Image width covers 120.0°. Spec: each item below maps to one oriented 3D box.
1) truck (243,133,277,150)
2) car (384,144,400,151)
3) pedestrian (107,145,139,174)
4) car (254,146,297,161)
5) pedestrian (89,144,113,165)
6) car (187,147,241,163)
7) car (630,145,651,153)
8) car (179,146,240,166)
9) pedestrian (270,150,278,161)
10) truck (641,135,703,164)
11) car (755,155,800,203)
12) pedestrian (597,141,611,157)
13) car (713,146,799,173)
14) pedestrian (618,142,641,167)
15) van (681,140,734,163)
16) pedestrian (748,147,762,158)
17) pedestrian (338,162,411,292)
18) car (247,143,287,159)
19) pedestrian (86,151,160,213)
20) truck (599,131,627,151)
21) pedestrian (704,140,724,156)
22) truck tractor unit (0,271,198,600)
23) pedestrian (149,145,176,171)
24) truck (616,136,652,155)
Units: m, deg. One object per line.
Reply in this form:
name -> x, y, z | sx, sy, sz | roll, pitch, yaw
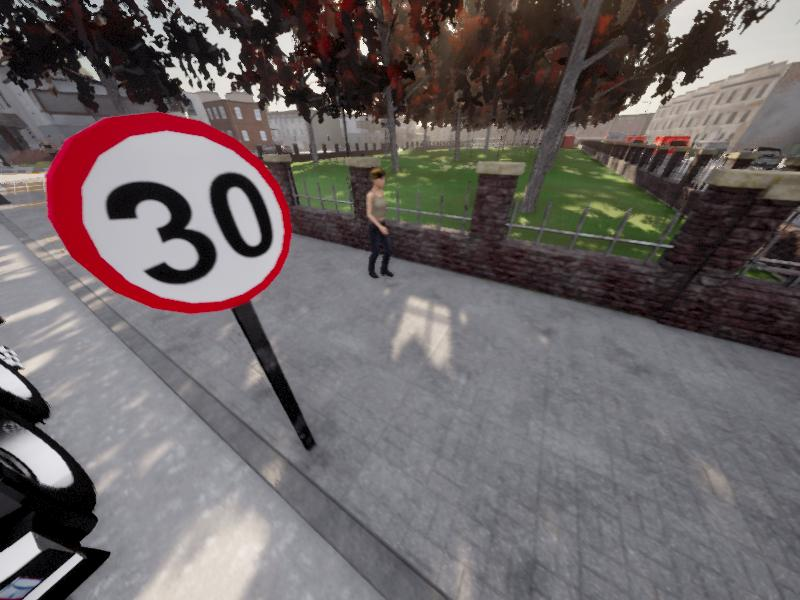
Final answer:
truck -> -38.573, -43.645, 63.662 | 8.468, 3.827, 2.891 | 18, 39, 24
car -> -2.138, -40.775, 61.643 | 1.837, 1.490, 4.892 | 18, 39, 25
pedestrian -> -22.016, -11.169, 18.379 | 0.751, 1.860, 0.751 | 19, 39, 26
car -> -17.596, -20.912, 32.861 | 2.128, 1.511, 4.902 | 16, 38, 23
pedestrian -> -32.788, -15.965, 25.344 | 0.751, 1.860, 0.751 | 19, 39, 26
car -> -24.272, -19.153, 30.393 | 2.128, 1.511, 4.902 | 18, 39, 24
car -> 49.724, -31.315, 47.776 | 1.895, 1.301, 4.718 | 18, 39, 24
car -> -21.898, -16.734, 26.799 | 2.033, 1.649, 4.856 | 17, 39, 23
pedestrian -> -15.861, -18.171, 29.045 | 0.500, 1.100, 0.500 | -21, 40, -27
truck -> 29.687, -16.703, 25.565 | 2.627, 2.467, 5.204 | 18, 39, 25
car -> 18.011, -4.812, 9.408 | 1.882, 1.535, 5.008 | 18, 39, 25
pedestrian -> 28.551, -21.261, 32.430 | 0.751, 1.860, 0.751 | 17, 38, 23
car -> 30.044, -12.179, 19.805 | 2.033, 1.649, 4.856 | 18, 39, 25
pedestrian -> 20.734, -13.195, 20.915 | 0.751, 1.860, 0.751 | 18, 39, 25
van -> 34.701, -16.921, 26.259 | 1.775, 1.987, 4.442 | 18, 39, 24
pedestrian -> 45.842, -19.011, 29.800 | 0.500, 1.100, 0.500 | -24, 41, -30
pedestrian -> -0.351, -1.201, 3.877 | 0.751, 1.860, 0.751 | 20, 40, 27
car -> -20.262, -22.910, 35.432 | 1.932, 1.855, 4.605 | 20, 40, 27
pedestrian -> -9.826, -4.217, 8.288 | 0.751, 1.860, 0.751 | 15, 38, 20
truck -> 51.696, -38.871, 56.402 | 2.891, 3.827, 8.468 | 18, 39, 24
pedestrian -> 44.421, -21.522, 32.668 | 0.751, 1.860, 0.751 | 18, 39, 25
truck tractor unit -> -5.121, -0.291, 0.760 | 6.516, 4.208, 3.053 | 18, 39, 24
pedestrian -> -20.654, -12.374, 20.098 | 0.751, 1.860, 0.751 | 20, 40, 27
truck -> 38.908, -25.825, 38.593 | 2.627, 2.467, 5.204 | 18, 38, 24
